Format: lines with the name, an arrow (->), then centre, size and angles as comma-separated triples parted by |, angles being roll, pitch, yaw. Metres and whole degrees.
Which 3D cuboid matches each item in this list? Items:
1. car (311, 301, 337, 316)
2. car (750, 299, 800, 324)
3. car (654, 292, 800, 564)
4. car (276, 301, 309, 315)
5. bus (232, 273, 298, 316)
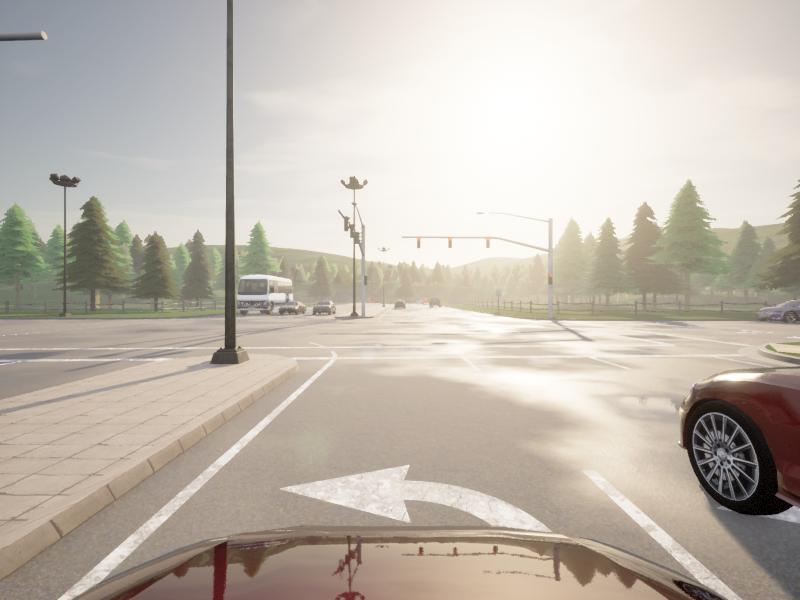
car -> -7.991, 0.807, 42.501 | 1.837, 1.490, 4.892 | 0, 0, 0
car -> 26.832, 0.754, 26.821 | 4.856, 1.649, 2.033 | 0, 0, 1
car -> 3.500, 0.779, 1.307 | 2.152, 1.651, 5.027 | 0, 0, 0
car -> -11.492, 0.857, 43.184 | 2.033, 1.411, 5.357 | 0, 0, 0
bus -> -14.869, -0.573, 45.259 | 3.944, 4.253, 10.273 | 0, 0, 0
